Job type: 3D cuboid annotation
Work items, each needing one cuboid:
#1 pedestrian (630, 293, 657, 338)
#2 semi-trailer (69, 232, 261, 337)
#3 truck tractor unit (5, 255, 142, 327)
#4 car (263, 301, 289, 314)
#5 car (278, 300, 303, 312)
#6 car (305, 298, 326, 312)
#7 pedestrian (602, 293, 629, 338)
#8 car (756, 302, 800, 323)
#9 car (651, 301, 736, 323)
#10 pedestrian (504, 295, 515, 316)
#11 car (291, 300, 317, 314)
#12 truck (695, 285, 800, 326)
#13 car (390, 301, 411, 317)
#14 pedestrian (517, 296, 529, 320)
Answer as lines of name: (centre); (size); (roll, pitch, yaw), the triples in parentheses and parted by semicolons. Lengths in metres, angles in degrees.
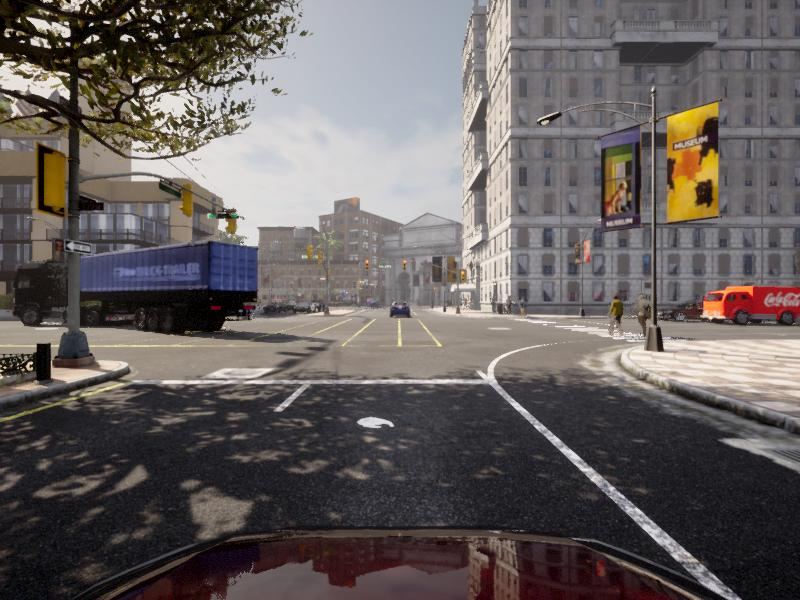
pedestrian: (10.224, 0.637, 16.820); (0.751, 1.860, 0.751); (0, 0, 6)
semi-trailer: (-13.400, -0.627, 21.734); (14.254, 4.402, 2.717); (0, -1, 32)
truck tractor unit: (-20.375, -0.524, 25.181); (6.516, 4.208, 3.053); (0, 0, 7)
car: (-14.984, 0.852, 48.417); (1.970, 1.475, 3.806); (0, 0, 0)
car: (-14.985, 0.770, 55.106); (1.930, 1.638, 5.238); (0, 0, 0)
car: (-11.485, 0.651, 54.488); (1.932, 1.855, 4.605); (0, 0, 0)
pedestrian: (9.009, 0.637, 16.747); (0.751, 1.860, 0.751); (0, 0, -2)
car: (29.673, 0.894, 29.345); (5.357, 1.411, 2.033); (0, 0, 0)
car: (21.383, 0.845, 29.306); (4.892, 1.490, 1.837); (0, 0, 0)
pedestrian: (9.897, 0.484, 36.133); (0.751, 1.860, 0.751); (0, 0, -7)
car: (-11.489, 0.825, 48.237); (2.038, 1.542, 4.974); (0, 0, 0)
truck: (22.641, 0.364, 25.813); (5.204, 2.467, 2.627); (1, 0, 0)
car: (0.012, 0.852, 39.030); (1.970, 1.475, 3.806); (0, 0, 0)
pedestrian: (9.957, 0.636, 32.354); (0.751, 1.860, 0.751); (0, 0, 1)
